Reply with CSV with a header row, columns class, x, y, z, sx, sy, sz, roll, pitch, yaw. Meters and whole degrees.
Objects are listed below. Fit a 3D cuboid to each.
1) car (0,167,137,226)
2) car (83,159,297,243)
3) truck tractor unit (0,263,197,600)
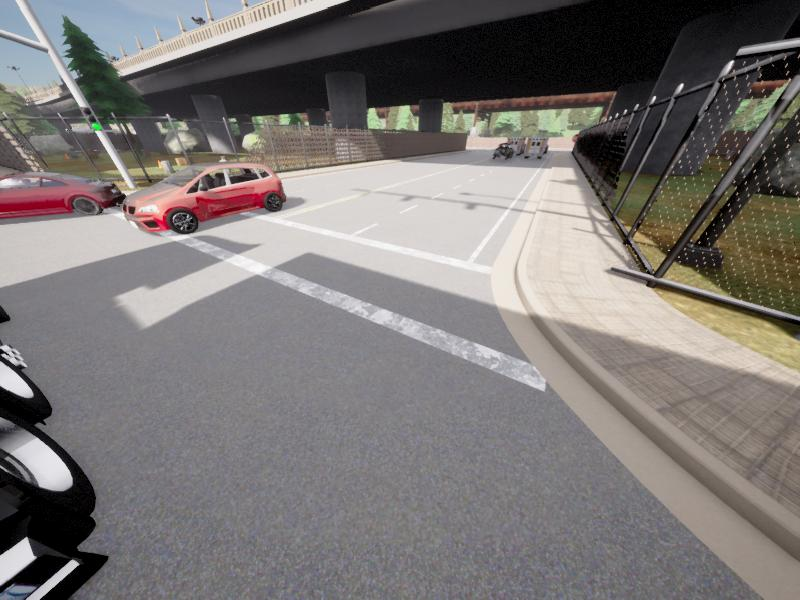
class,x,y,z,sx,sy,sz,roll,pitch,yaw
car,-12.863,-3.707,8.171,4.181,1.385,1.994,-17,38,-23
car,-6.379,-3.669,7.856,2.242,1.667,4.611,18,38,24
truck tractor unit,-5.108,-0.304,0.777,6.516,4.208,3.053,18,39,24
